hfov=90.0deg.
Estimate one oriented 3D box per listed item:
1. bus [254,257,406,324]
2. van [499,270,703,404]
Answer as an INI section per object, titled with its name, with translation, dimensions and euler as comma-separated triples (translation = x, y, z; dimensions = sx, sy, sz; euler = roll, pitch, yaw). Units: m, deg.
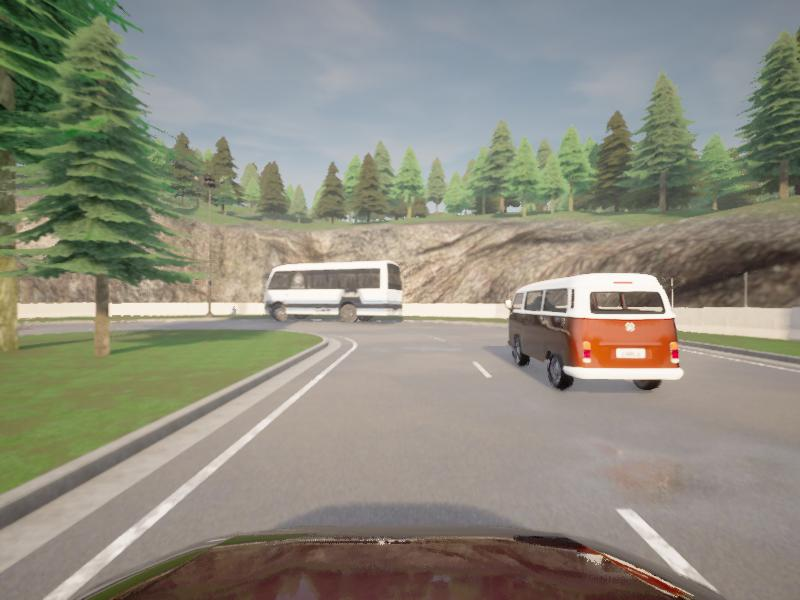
[bus]
translation = -5.072, -0.547, 29.120
dimensions = 10.273, 4.253, 3.944
euler = 0, -1, 20
[van]
translation = 3.612, 0.569, 8.346
dimensions = 2.069, 2.038, 4.480
euler = 0, 0, 1
